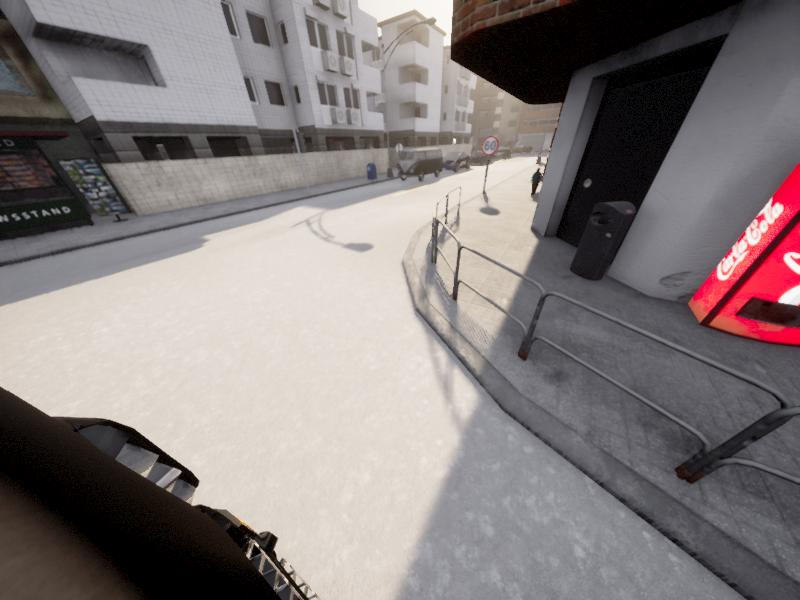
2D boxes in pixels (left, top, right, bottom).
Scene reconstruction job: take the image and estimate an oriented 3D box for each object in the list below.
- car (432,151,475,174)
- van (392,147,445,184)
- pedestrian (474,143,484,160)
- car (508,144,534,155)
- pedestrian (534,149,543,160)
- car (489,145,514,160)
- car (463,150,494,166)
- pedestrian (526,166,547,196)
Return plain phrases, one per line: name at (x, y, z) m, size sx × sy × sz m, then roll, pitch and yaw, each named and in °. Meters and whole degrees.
car at (5.094, -12.937, 21.597) m, size 2.163 × 1.488 × 4.792 m, roll 18°, pitch 39°, yaw 28°
van at (1.460, -9.930, 16.891) m, size 1.775 × 1.987 × 4.442 m, roll 18°, pitch 39°, yaw 28°
pedestrian at (11.112, -20.856, 32.467) m, size 0.751 × 1.860 × 0.751 m, roll -7°, pitch 34°, yaw -6°
car at (22.460, -27.852, 42.674) m, size 5.008 × 1.535 × 1.882 m, roll -25°, pitch 39°, yaw -30°
pedestrian at (17.327, -18.180, 28.889) m, size 0.500 × 1.100 × 0.500 m, roll -3°, pitch 34°, yaw -1°
car at (14.992, -21.743, 33.963) m, size 2.033 × 1.649 × 4.856 m, roll 19°, pitch 39°, yaw 29°
car at (9.175, -16.474, 26.777) m, size 1.895 × 1.301 × 4.718 m, roll 18°, pitch 39°, yaw 28°
pedestrian at (5.792, -5.069, 9.849) m, size 0.500 × 1.100 × 0.500 m, roll 13°, pitch 37°, yaw 22°
